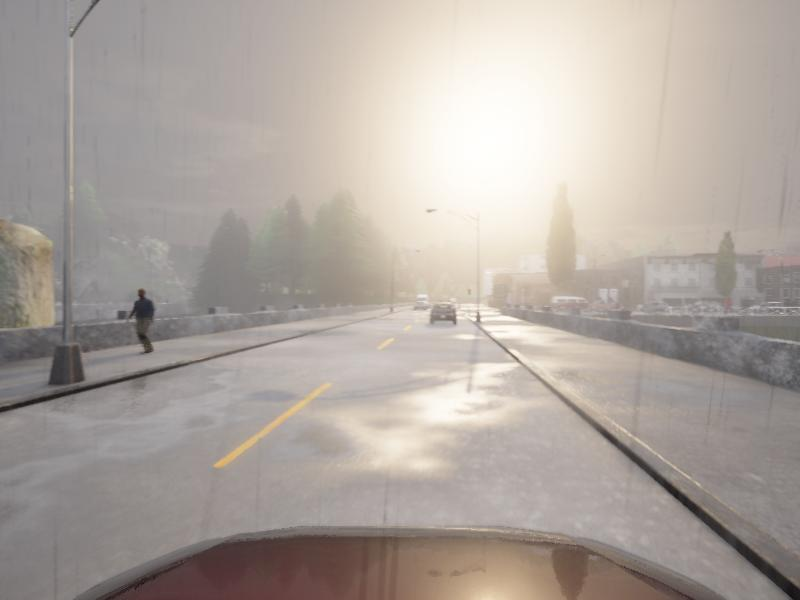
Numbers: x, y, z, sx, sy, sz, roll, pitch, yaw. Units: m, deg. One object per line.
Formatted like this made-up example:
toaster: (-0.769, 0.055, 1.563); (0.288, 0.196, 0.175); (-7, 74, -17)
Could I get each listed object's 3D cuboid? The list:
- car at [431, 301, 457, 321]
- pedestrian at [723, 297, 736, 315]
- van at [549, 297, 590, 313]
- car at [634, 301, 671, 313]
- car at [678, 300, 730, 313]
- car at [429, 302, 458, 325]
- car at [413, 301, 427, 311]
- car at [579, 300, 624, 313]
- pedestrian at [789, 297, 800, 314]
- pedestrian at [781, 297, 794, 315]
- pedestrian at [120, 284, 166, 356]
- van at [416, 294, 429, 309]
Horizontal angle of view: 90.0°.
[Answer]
car: (3.749, 0.841, 34.013); (2.038, 1.542, 4.974); (0, 0, 6)
pedestrian: (34.060, 0.619, 41.317); (0.751, 1.860, 0.751); (0, 0, 4)
van: (21.776, 0.629, 51.437); (4.480, 2.038, 2.069); (0, 0, 7)
car: (34.055, 0.939, 54.014); (3.806, 1.475, 1.970); (0, 0, 6)
car: (40.458, 0.870, 53.279); (5.238, 1.638, 1.930); (0, 0, 6)
car: (2.992, 0.866, 27.456); (1.816, 1.474, 4.193); (0, 0, 7)
car: (3.144, 0.848, 62.672); (2.007, 1.525, 4.514); (0, 0, 1)
car: (27.522, 0.852, 54.764); (5.027, 1.651, 2.152); (0, 0, 7)
pedestrian: (43.810, 0.638, 44.322); (0.751, 1.860, 0.751); (0, 0, 17)
pedestrian: (40.419, 0.633, 41.736); (0.751, 1.860, 0.751); (0, 0, 13)
pedestrian: (-6.857, 0.520, 10.718); (0.751, 1.860, 0.751); (0, 0, 1)
van: (4.004, 0.323, 71.171); (1.988, 2.561, 5.915); (0, 0, 7)
